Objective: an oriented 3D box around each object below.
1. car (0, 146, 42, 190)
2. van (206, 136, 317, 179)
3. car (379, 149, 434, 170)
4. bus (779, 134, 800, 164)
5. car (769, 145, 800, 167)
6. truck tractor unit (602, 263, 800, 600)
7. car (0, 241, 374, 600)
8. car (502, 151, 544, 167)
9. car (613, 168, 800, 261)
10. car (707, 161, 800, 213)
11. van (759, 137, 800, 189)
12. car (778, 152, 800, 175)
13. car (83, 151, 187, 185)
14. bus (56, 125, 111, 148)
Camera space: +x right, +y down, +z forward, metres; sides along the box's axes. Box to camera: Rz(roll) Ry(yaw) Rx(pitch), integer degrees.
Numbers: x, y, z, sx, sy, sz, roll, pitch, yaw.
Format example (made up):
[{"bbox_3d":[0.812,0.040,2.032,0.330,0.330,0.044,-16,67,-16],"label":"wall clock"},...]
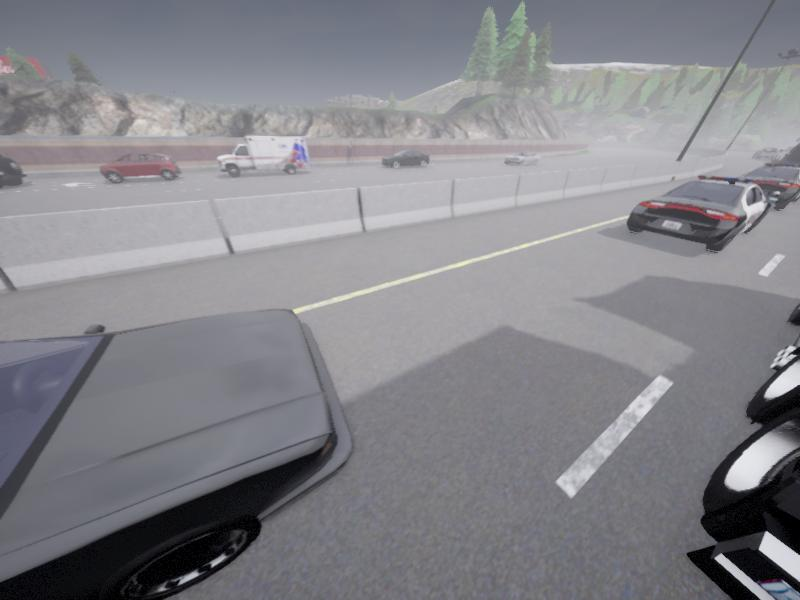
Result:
[{"bbox_3d":[-22.311,-6.586,11.617,3.866,1.878,1.905,-18,39,-24],"label":"car"},{"bbox_3d":[-9.982,-10.798,17.336,6.366,2.431,2.351,-18,39,-24],"label":"van"},{"bbox_3d":[0.648,-13.878,22.659,5.008,1.535,1.882,-18,39,-25],"label":"car"},{"bbox_3d":[56.689,-20.649,30.595,10.273,4.253,3.944,-29,44,-35],"label":"bus"},{"bbox_3d":[46.460,-17.020,27.202,5.566,2.045,2.150,-26,43,-32],"label":"car"},{"bbox_3d":[5.111,-0.299,0.797,6.516,4.208,3.053,-18,39,-24],"label":"truck tractor unit"},{"bbox_3d":[-3.034,1.202,1.038,5.357,1.411,2.033,-18,39,-24],"label":"car"},{"bbox_3d":[13.699,-15.784,25.746,4.718,1.301,1.895,-23,41,-30],"label":"car"},{"bbox_3d":[8.990,-2.747,6.727,4.974,1.542,2.038,-18,39,-24],"label":"car"},{"bbox_3d":[16.553,-5.200,10.327,4.974,1.542,2.038,-18,39,-25],"label":"car"},{"bbox_3d":[26.377,-8.893,14.863,5.915,2.561,1.988,-19,39,-26],"label":"van"},{"bbox_3d":[36.110,-12.169,20.568,4.514,1.525,2.007,-22,41,-29],"label":"car"},{"bbox_3d":[-16.302,-8.393,14.576,3.705,1.549,1.789,-18,39,-24],"label":"car"},{"bbox_3d":[-78.430,-40.712,57.756,3.944,4.253,10.273,-18,39,-25],"label":"bus"}]
